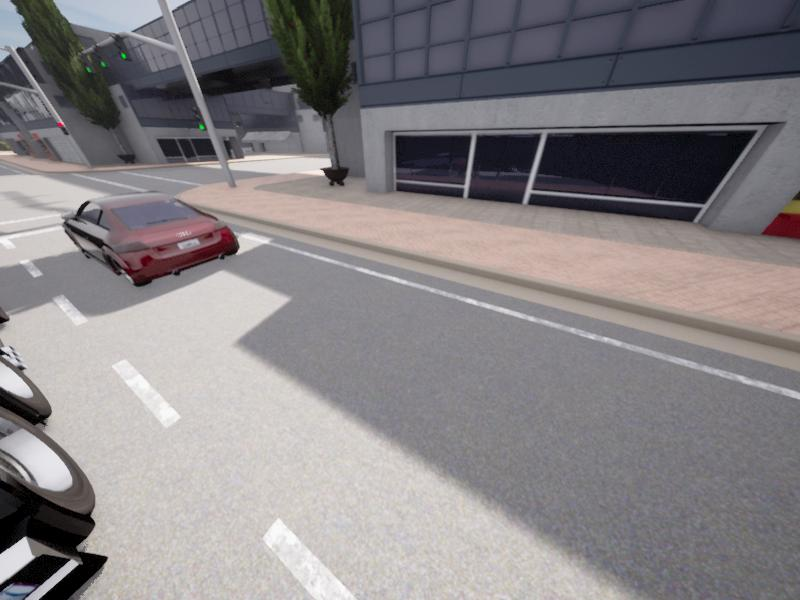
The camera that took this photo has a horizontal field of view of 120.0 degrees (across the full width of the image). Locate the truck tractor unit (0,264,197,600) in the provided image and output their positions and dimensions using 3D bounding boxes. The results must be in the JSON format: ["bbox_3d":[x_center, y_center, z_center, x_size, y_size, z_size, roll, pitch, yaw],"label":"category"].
[{"bbox_3d":[-5.117,-0.292,0.789,6.516,4.208,3.053,18,39,24],"label":"truck tractor unit"}]

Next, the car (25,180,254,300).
[{"bbox_3d":[-5.763,-1.663,5.217,4.181,1.385,1.994,18,39,24],"label":"car"}]
